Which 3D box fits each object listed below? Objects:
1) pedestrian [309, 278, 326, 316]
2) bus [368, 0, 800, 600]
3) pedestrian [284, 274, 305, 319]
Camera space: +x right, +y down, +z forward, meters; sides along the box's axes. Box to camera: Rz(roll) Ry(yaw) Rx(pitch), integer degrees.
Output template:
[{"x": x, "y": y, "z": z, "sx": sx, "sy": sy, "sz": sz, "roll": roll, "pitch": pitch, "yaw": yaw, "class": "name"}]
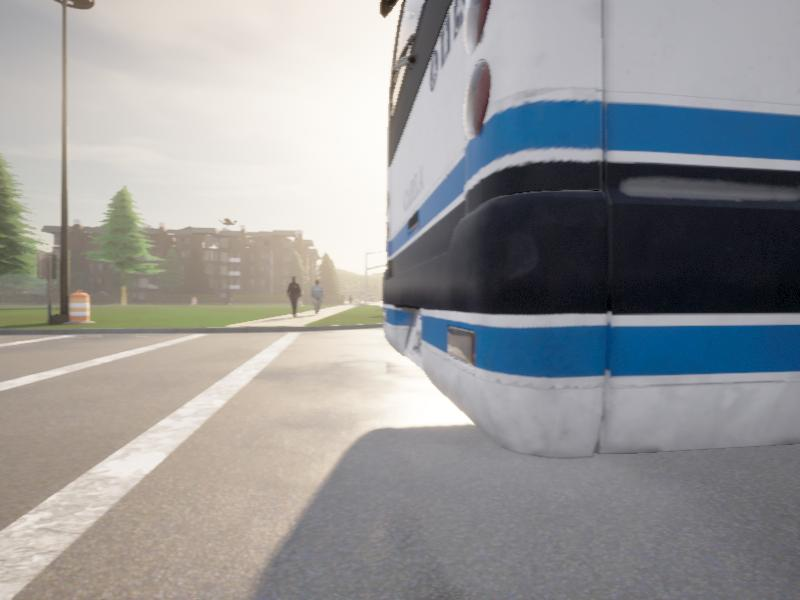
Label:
[{"x": -4.125, "y": -0.154, "z": 19.964, "sx": 0.751, "sy": 1.860, "sz": 0.751, "roll": 0, "pitch": 0, "yaw": -4, "class": "pedestrian"}, {"x": 4.986, "y": -1.135, "z": 3.487, "sx": 10.273, "sy": 4.253, "sz": 3.944, "roll": 0, "pitch": 0, "yaw": -8, "class": "bus"}, {"x": -4.462, "y": -0.150, "z": 16.993, "sx": 0.751, "sy": 1.860, "sz": 0.751, "roll": 0, "pitch": 0, "yaw": -4, "class": "pedestrian"}]
